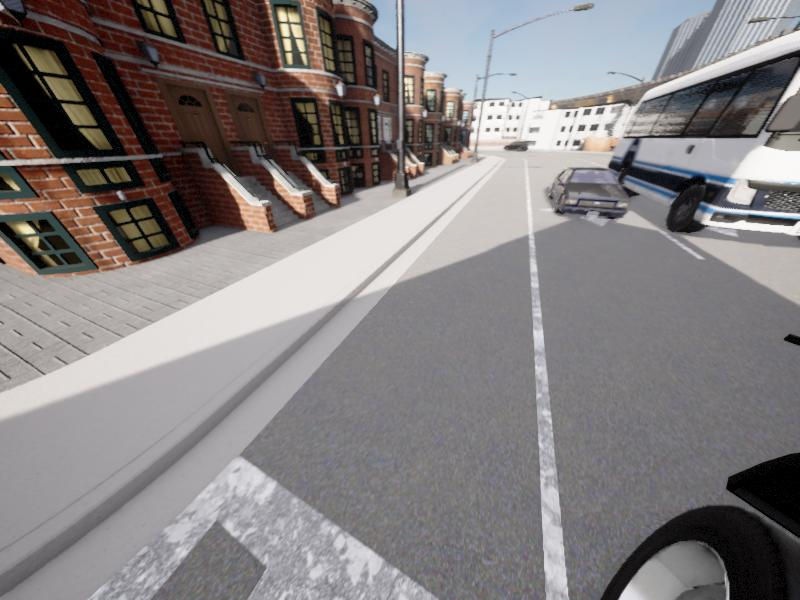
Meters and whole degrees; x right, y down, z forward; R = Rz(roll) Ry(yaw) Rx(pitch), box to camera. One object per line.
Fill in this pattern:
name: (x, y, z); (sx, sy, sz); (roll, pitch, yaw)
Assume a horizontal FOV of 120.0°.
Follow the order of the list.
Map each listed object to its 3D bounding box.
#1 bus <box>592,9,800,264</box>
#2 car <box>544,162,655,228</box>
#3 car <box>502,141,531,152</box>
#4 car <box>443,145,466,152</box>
bus: (10.840, -5.212, 7.673); (3.944, 4.253, 10.273); (14, 37, 20)
car: (7.259, -4.464, 9.179); (2.033, 1.411, 5.357); (14, 37, 20)
car: (27.141, -35.915, 54.047); (2.150, 2.045, 5.566); (-25, 41, -31)
car: (14.108, -39.531, 60.143); (5.357, 1.411, 2.033); (18, 39, 25)
